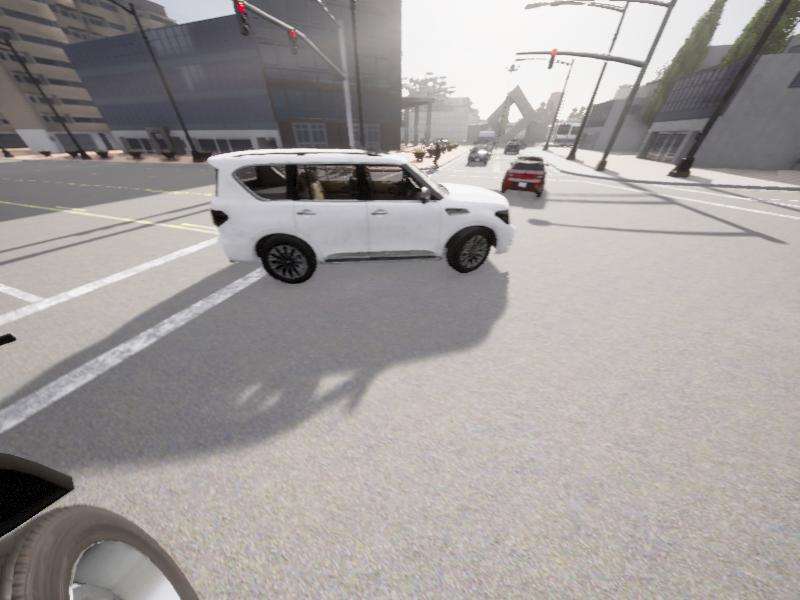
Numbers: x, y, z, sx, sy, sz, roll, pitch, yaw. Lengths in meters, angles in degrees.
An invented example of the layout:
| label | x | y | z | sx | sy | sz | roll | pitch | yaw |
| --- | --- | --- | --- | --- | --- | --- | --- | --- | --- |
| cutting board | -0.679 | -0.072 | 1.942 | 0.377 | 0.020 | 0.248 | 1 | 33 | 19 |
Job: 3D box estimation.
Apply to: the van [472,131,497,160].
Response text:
| label | x | y | z | sx | sy | sz | roll | pitch | yaw |
| --- | --- | --- | --- | --- | --- | --- | --- | --- | --- |
| van | 9.945 | -18.156 | 27.021 | 1.988 | 2.561 | 5.915 | 12 | 37 | 16 |

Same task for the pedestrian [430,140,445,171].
| label | x | y | z | sx | sy | sz | roll | pitch | yaw |
| --- | --- | --- | --- | --- | --- | --- | --- | --- | --- |
| pedestrian | 2.819 | -10.853 | 17.350 | 0.751 | 1.860 | 0.751 | 18 | 39 | 23 |

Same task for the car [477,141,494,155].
| label | x | y | z | sx | sy | sz | roll | pitch | yaw |
| --- | --- | --- | --- | --- | --- | --- | --- | --- | --- |
| car | 12.102 | -21.433 | 32.468 | 1.845 | 1.501 | 3.633 | 11 | 37 | 15 |

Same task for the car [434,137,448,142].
| label | x | y | z | sx | sy | sz | roll | pitch | yaw |
| --- | --- | --- | --- | --- | --- | --- | --- | --- | --- |
| car | 14.731 | -57.364 | 82.705 | 4.514 | 1.525 | 2.007 | -7 | 36 | -9 |

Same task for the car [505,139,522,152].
| label | x | y | z | sx | sy | sz | roll | pitch | yaw |
| --- | --- | --- | --- | --- | --- | --- | --- | --- | --- |
| car | 19.055 | -25.868 | 38.582 | 1.930 | 1.638 | 5.238 | 15 | 38 | 20 |

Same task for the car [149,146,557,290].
| label | x | y | z | sx | sy | sz | roll | pitch | yaw |
| --- | --- | --- | --- | --- | --- | --- | --- | --- | --- |
| car | -0.543 | -1.817 | 4.652 | 5.566 | 2.045 | 2.150 | -4 | 36 | -5 |

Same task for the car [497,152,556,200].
| label | x | y | z | sx | sy | sz | roll | pitch | yaw |
| --- | --- | --- | --- | --- | --- | --- | --- | --- | --- |
| car | 6.108 | -6.130 | 11.163 | 1.816 | 1.474 | 4.193 | 16 | 39 | 21 |

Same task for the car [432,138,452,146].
| label | x | y | z | sx | sy | sz | roll | pitch | yaw |
| --- | --- | --- | --- | --- | --- | --- | --- | --- | --- |
| car | 10.423 | -39.465 | 57.634 | 2.242 | 1.667 | 4.611 | -19 | 40 | -25 |

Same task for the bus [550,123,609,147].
| label | x | y | z | sx | sy | sz | roll | pitch | yaw |
| --- | --- | --- | --- | --- | --- | --- | --- | --- | --- |
| bus | 40.458 | -37.273 | 52.314 | 10.273 | 4.253 | 3.944 | -11 | 37 | -15 |

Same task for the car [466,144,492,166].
| label | x | y | z | sx | sy | sz | roll | pitch | yaw |
| --- | --- | --- | --- | --- | --- | --- | --- | --- | --- |
| car | 7.455 | -13.619 | 21.594 | 1.816 | 1.474 | 4.193 | 12 | 37 | 16 |

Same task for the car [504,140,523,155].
| label | x | y | z | sx | sy | sz | roll | pitch | yaw |
| --- | --- | --- | --- | --- | --- | --- | --- | --- | --- |
| car | 16.300 | -22.108 | 33.324 | 1.930 | 1.638 | 5.238 | 12 | 37 | 16 |

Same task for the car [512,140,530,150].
| label | x | y | z | sx | sy | sz | roll | pitch | yaw |
| --- | --- | --- | --- | --- | --- | --- | --- | --- | --- |
| car | 22.782 | -29.349 | 43.593 | 1.816 | 1.474 | 4.193 | 23 | 42 | 29 |
